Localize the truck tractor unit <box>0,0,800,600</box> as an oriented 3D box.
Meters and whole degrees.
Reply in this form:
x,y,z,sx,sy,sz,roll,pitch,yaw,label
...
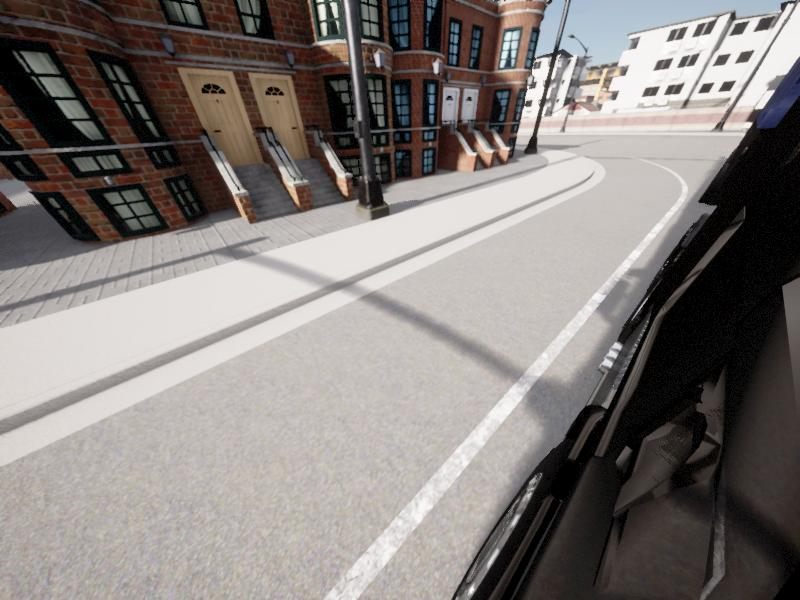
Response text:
x,y,z,sx,sy,sz,roll,pitch,yaw,label
2.645,-0.295,0.351,6.516,4.208,3.053,-28,44,-30,truck tractor unit

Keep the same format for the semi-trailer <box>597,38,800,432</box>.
x,y,z,sx,sy,sz,roll,pitch,yaw,label
8.708,-3.610,4.201,14.254,4.402,2.717,-28,44,-29,semi-trailer

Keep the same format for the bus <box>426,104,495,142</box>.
x,y,z,sx,sy,sz,roll,pitch,yaw,label
9.251,-28.418,37.317,3.944,4.253,10.273,-26,43,-27,bus
